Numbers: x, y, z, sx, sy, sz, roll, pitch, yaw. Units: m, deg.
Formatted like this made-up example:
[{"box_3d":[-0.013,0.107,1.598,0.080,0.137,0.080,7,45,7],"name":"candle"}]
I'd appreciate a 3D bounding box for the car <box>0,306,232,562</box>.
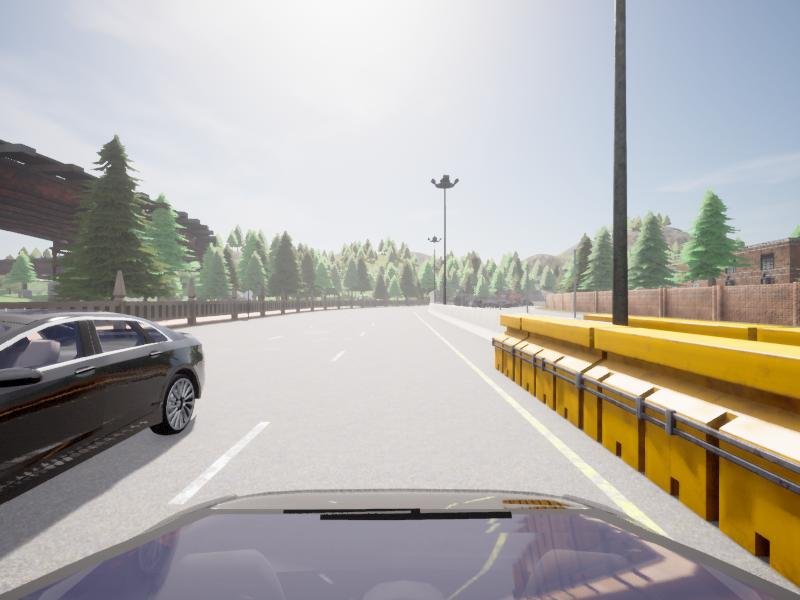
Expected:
[{"box_3d":[-3.500,0.837,3.363,2.128,1.511,4.902,0,0,0],"name":"car"}]
